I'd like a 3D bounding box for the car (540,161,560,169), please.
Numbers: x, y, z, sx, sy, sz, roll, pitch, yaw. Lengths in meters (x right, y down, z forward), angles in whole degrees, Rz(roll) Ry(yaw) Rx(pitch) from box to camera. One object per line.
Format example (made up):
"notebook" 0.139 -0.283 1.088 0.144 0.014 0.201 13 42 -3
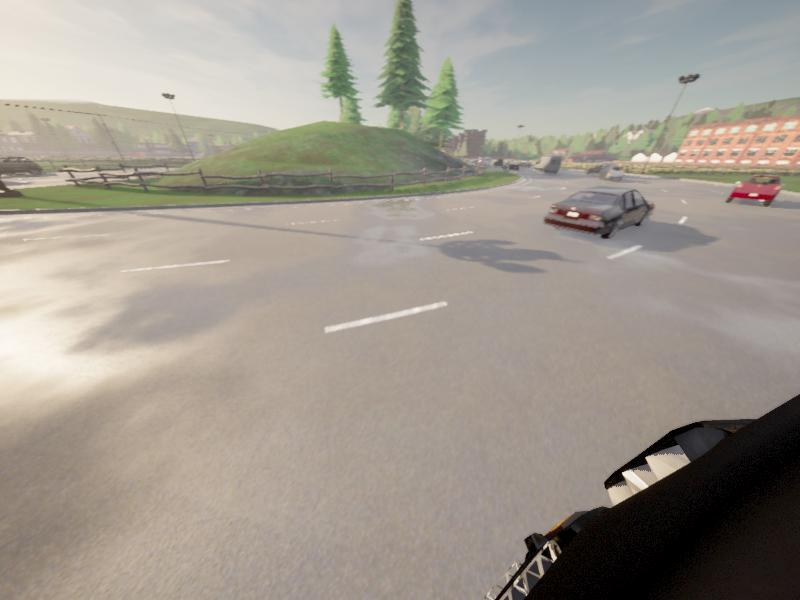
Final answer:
"car" 36.326 -32.632 55.928 1.837 1.490 4.892 2 32 2

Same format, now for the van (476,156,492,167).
"van" 22.785 -37.778 63.058 2.351 2.431 6.366 2 32 2

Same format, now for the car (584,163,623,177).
"car" 31.247 -20.216 35.721 2.242 1.667 4.611 4 32 5

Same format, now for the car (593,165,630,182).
"car" 25.493 -15.398 28.001 1.845 1.501 3.633 11 33 16

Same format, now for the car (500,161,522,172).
"car" 21.619 -26.160 45.118 1.930 1.638 5.238 2 32 2

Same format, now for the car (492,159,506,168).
"car" 26.160 -36.276 61.244 1.905 1.878 3.866 2 32 2

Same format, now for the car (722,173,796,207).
"car" 22.017 -6.889 14.261 3.633 1.501 1.845 -21 38 -31

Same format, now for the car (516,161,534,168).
"car" 33.167 -36.031 61.387 2.128 1.511 4.902 2 32 2

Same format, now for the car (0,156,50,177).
"car" -41.639 -14.111 24.341 1.932 1.855 4.605 2 31 2

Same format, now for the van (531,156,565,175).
"van" 24.711 -22.837 38.987 1.988 2.561 5.915 4 32 3

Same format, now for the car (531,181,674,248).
"car" 7.459 -3.360 8.444 5.357 1.411 2.033 -19 37 -29
